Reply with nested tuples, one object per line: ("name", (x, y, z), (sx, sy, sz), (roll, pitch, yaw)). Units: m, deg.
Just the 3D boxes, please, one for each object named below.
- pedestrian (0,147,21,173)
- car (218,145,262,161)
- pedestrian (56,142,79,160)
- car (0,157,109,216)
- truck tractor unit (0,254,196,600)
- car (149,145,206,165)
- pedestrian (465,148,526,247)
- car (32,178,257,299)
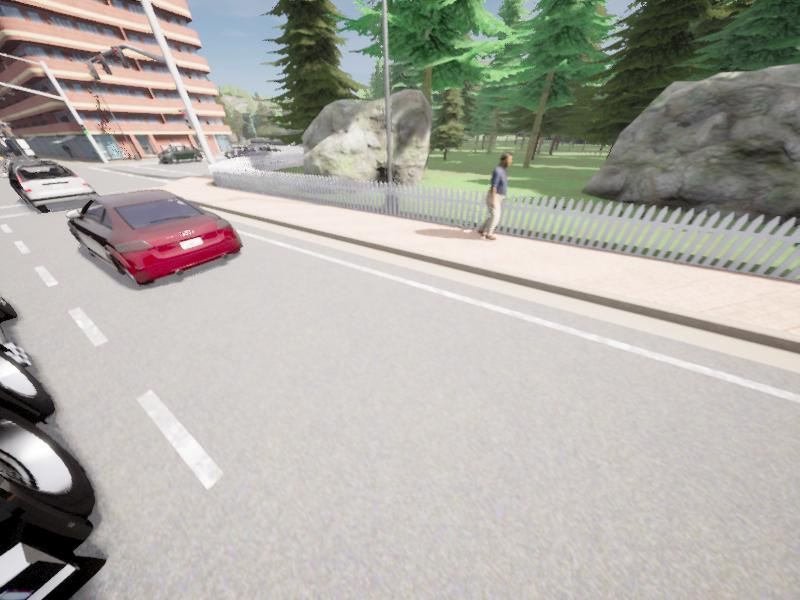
("pedestrian", (-32.852, -11.541, 18.976), (0.751, 1.860, 0.751), (10, 37, 15))
("car", (-18.734, -17.413, 27.303), (1.970, 1.475, 3.806), (6, 36, 9))
("pedestrian", (-41.261, -18.522, 28.686), (0.751, 1.860, 0.751), (21, 41, 28))
("car", (-14.512, -4.815, 9.526), (3.988, 1.617, 1.851), (19, 40, 25))
("truck tractor unit", (-5.099, -0.313, 0.790), (6.516, 4.208, 3.053), (19, 40, 25))
("car", (-23.435, -15.438, 24.540), (1.789, 1.549, 3.705), (11, 37, 16))
("pedestrian", (2.073, -2.275, 5.167), (0.751, 1.860, 0.751), (18, 40, 25))
("car", (-5.647, -1.688, 5.196), (4.181, 1.385, 1.994), (19, 40, 25))
